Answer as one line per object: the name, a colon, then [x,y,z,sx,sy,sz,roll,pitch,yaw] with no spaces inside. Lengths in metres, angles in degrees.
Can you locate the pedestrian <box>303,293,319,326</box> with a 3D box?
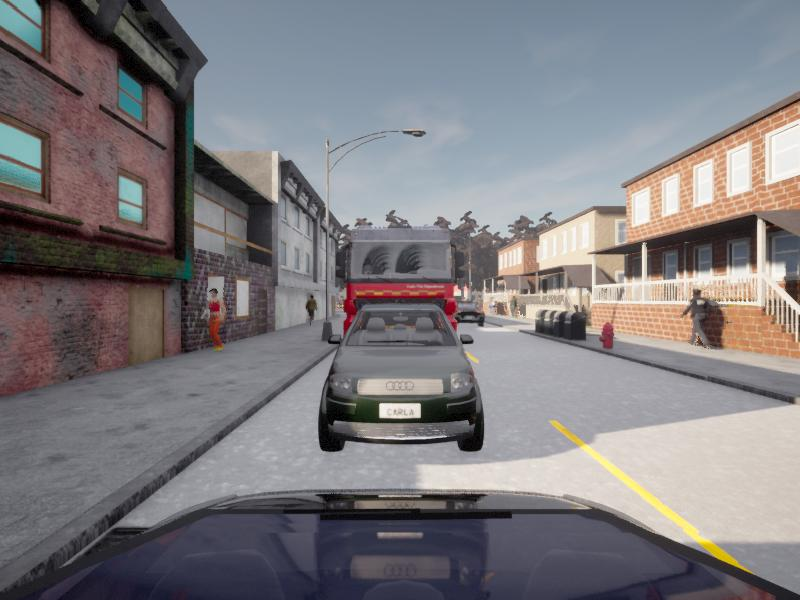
pedestrian: [-5.071,0.533,22.848,0.751,1.860,0.751,0,0,3]

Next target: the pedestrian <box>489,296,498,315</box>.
pedestrian: [9.230,0.533,39.623,0.751,1.860,0.751,0,0,1]

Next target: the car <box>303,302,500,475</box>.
car: [0.007,0.815,5.489,1.789,1.549,3.705,0,0,0]

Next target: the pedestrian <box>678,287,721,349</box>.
pedestrian: [9.240,0.533,12.373,0.751,1.860,0.751,0,0,1]

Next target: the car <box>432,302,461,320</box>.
car: [3.955,0.908,34.652,1.994,1.385,4.181,0,0,0]

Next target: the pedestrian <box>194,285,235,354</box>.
pedestrian: [-5.243,0.533,11.318,0.751,1.860,0.751,0,0,14]

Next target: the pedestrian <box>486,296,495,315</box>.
pedestrian: [9.167,0.533,40.509,0.751,1.860,0.751,0,0,0]

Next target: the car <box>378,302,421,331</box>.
car: [-0.021,0.851,22.747,2.163,1.488,4.792,0,0,0]

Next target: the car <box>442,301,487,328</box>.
car: [3.974,0.825,25.373,2.038,1.542,4.974,0,0,0]

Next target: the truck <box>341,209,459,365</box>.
truck: [-0.010,-0.321,14.022,2.891,3.827,8.468,0,0,0]

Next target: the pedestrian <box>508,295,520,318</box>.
pedestrian: [9.286,0.533,32.606,0.751,1.860,0.751,0,0,0]
